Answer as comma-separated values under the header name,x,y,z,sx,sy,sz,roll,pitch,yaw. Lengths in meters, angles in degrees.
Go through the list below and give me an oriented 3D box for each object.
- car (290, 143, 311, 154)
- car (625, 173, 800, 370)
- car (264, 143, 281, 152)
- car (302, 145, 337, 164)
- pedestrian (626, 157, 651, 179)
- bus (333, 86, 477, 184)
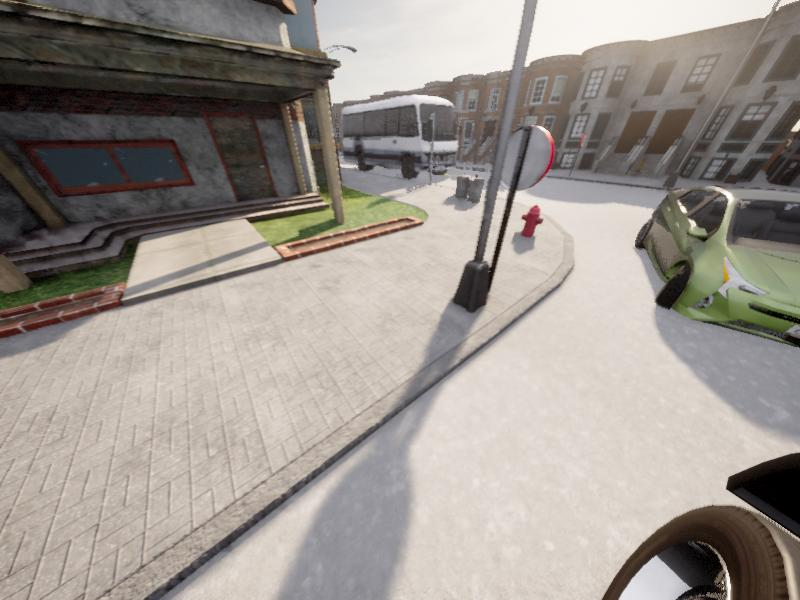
name,x,y,z,sx,sy,sz,roll,pitch,yaw
car,-17.194,-26.206,39.855,1.845,1.501,3.633,-25,42,-30
car,5.756,-0.962,3.898,2.007,1.525,4.514,20,40,27
car,-28.735,-34.373,51.884,1.801,1.575,5.366,-25,42,-30
car,-9.238,-16.736,26.396,1.837,1.490,4.892,-25,43,-30
pedestrian,14.143,-7.827,13.704,0.500,1.100,0.500,-17,39,-23
bus,-0.381,-11.569,16.616,3.944,4.253,10.273,-25,42,-30
